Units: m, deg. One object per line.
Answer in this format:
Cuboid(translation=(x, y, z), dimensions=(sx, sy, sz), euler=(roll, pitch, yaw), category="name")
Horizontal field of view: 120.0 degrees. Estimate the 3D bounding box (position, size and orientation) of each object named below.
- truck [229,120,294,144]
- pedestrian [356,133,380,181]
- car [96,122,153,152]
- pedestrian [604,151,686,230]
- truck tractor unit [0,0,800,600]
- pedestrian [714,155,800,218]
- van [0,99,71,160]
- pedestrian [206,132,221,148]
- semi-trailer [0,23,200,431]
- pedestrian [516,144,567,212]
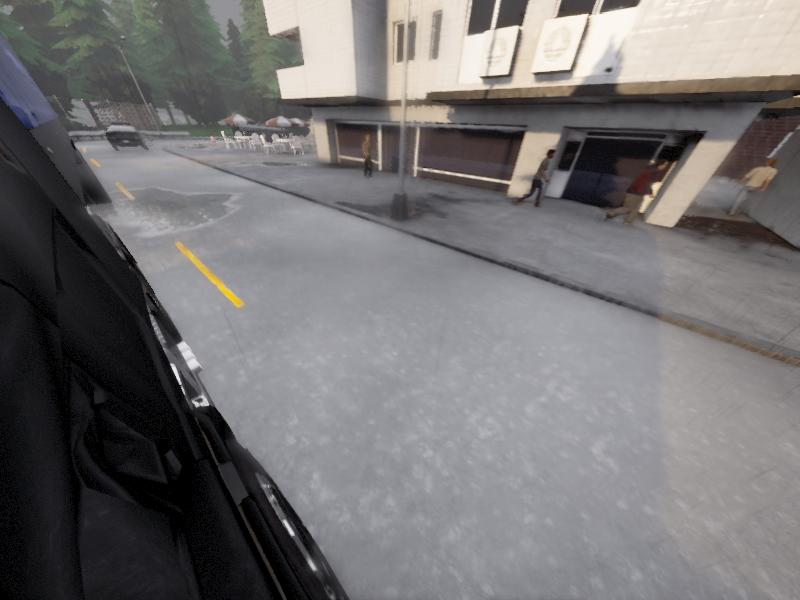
Cuboid(translation=(-17.150, -21.031, 29.002), dimensions=(2.390, 2.098, 6.274), euler=(27, 43, 29), category="truck")
Cuboid(translation=(-1.486, -6.799, 10.995), dimensions=(0.751, 1.860, 0.751), euler=(31, 45, 33), category="pedestrian")
Cuboid(translation=(-21.597, -13.044, 18.365), dimensions=(1.930, 1.638, 5.238), euler=(-24, 44, -30), category="car")
Cuboid(translation=(6.784, -3.077, 6.545), dimensions=(0.751, 1.860, 0.751), euler=(26, 42, 27), category="pedestrian")
Cuboid(translation=(-2.645, -0.295, 0.351), dimensions=(6.516, 4.208, 3.053), euler=(28, 44, 30), category="truck tractor unit")
Cuboid(translation=(12.550, -4.032, 8.230), dimensions=(0.751, 1.860, 0.751), euler=(-28, 47, -35), category="pedestrian")
Cuboid(translation=(-22.609, -10.230, 13.768), dimensions=(1.988, 2.561, 5.915), euler=(-28, 47, -34), category="van")
Cuboid(translation=(-16.154, -13.828, 20.021), dimensions=(0.500, 1.100, 0.500), euler=(-6, 37, -11), category="pedestrian")
Cuboid(translation=(-8.607, -3.665, 4.316), dimensions=(14.254, 4.402, 2.717), euler=(29, 44, 31), category="semi-trailer")
Cuboid(translation=(4.702, -4.086, 7.765), dimensions=(0.751, 1.860, 0.751), euler=(25, 42, 27), category="pedestrian")
